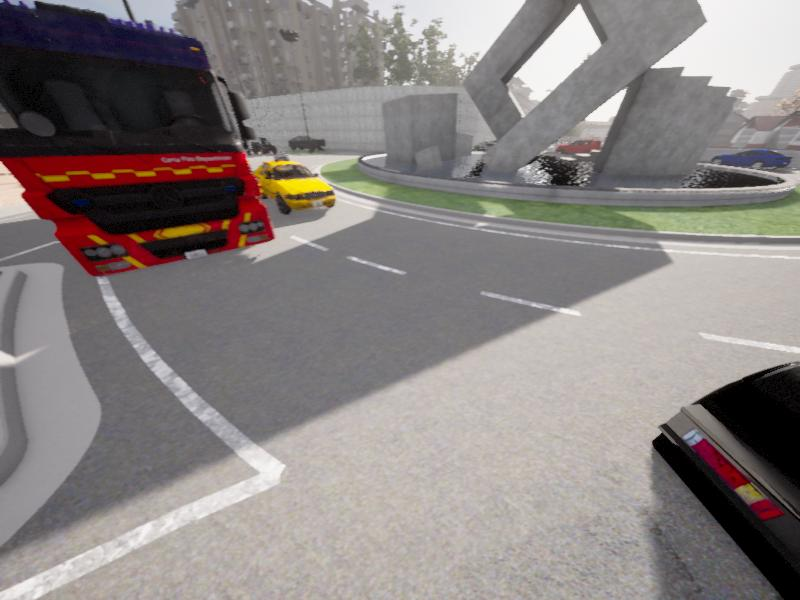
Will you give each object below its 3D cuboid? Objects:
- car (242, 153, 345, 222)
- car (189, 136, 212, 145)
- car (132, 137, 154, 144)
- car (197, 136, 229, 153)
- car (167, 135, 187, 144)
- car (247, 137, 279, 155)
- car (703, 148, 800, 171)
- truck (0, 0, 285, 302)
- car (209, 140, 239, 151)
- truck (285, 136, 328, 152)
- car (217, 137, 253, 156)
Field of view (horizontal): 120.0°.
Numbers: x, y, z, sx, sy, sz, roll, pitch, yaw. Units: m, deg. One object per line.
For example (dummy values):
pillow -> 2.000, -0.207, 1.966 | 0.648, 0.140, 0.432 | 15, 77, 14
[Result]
car -> -4.315, -4.633, 8.989 | 1.801, 1.575, 5.366 | -24, 42, -31
car -> -47.505, -37.961, 55.005 | 4.611, 1.667, 2.242 | 22, 41, 27
car -> -63.222, -39.264, 56.796 | 5.357, 1.411, 2.033 | 22, 41, 27
car -> -26.865, -22.282, 33.134 | 3.866, 1.878, 1.905 | 24, 42, 29
car -> -59.536, -42.849, 61.561 | 4.553, 1.767, 2.097 | 22, 41, 27
car -> -18.596, -20.961, 31.419 | 3.866, 1.878, 1.905 | 27, 43, 31
car -> 33.423, -13.505, 22.127 | 1.882, 1.535, 5.008 | -4, 36, -6
truck -> -6.312, -3.986, 6.110 | 2.891, 3.827, 8.468 | -24, 42, -30
car -> -29.068, -25.479, 38.103 | 4.718, 1.301, 1.895 | 22, 41, 27
truck -> -15.392, -25.812, 38.109 | 6.274, 2.098, 2.390 | 15, 38, 19
car -> -20.982, -19.512, 29.355 | 4.605, 1.855, 1.932 | 27, 43, 32
